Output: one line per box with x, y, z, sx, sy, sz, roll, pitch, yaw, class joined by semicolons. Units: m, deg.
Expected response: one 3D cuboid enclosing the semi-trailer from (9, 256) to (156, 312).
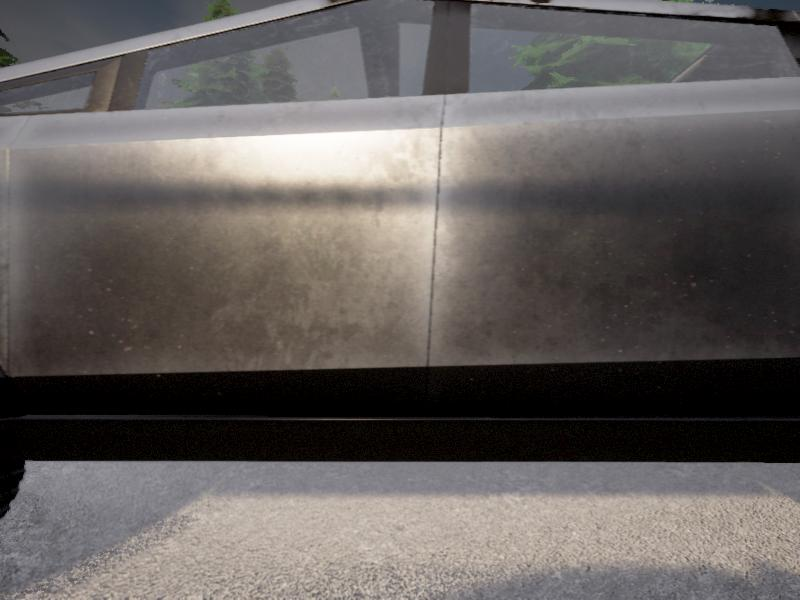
-28.971;-1.229;38.111;2.717;4.402;14.254;0;0;0;semi-trailer

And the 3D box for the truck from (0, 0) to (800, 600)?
0.382;-0.056;2.179;6.274;2.098;2.390;0;0;0;truck

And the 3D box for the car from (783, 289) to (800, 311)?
34.628;0.000;33.283;1.905;1.878;3.866;0;0;1;car
